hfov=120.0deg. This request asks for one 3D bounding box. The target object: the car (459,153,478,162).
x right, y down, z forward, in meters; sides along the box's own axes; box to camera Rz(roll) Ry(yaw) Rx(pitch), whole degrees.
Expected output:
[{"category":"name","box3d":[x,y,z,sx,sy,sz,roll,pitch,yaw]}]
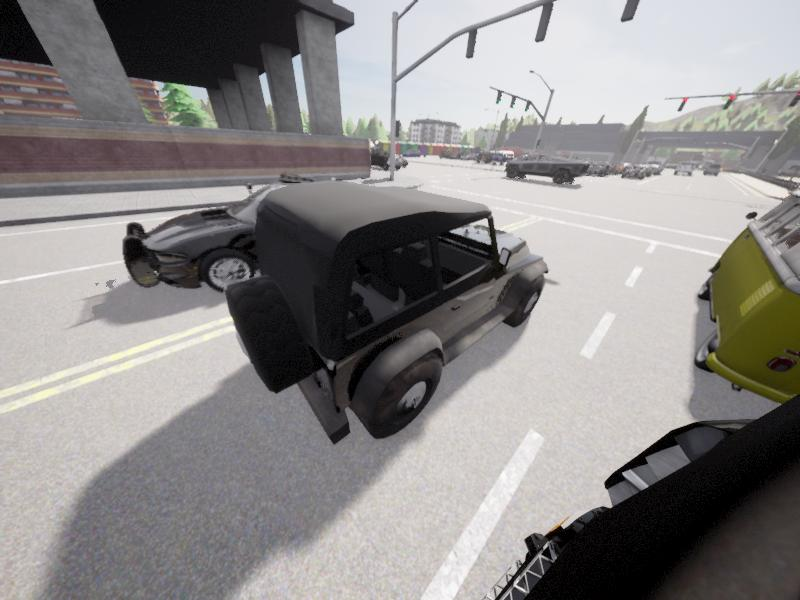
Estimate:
[{"category":"car","box3d":[14.796,-30.910,49.999,3.806,1.475,1.970,-24,42,-35]}]

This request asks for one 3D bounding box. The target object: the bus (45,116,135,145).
[{"category":"bus","box3d":[-65.299,-35.995,49.431,10.273,4.253,3.944,-24,42,-34]}]

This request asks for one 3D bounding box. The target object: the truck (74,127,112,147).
[{"category":"truck","box3d":[-51.753,-27.593,39.117,2.615,2.467,5.204,-24,42,-35]}]

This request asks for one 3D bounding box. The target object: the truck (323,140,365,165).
[{"category":"truck","box3d":[-7.123,-18.789,29.350,2.627,2.467,5.204,-25,42,-35]}]

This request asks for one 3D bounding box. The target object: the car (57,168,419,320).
[{"category":"car","box3d":[-2.190,-1.718,4.873,5.238,1.638,1.930,-24,42,-35]}]

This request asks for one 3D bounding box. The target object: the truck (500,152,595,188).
[{"category":"truck","box3d":[12.588,-11.541,20.274,2.390,2.098,6.274,-25,43,-35]}]

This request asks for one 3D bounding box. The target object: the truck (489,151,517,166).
[{"category":"truck","box3d":[17.534,-24.021,39.225,4.478,2.038,2.069,-24,42,-35]}]

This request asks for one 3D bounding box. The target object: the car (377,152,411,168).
[{"category":"car","box3d":[-0.823,-17.139,28.233,1.816,1.474,4.193,-25,42,-35]}]

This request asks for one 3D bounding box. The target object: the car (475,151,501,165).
[{"category":"car","box3d":[15.570,-25.189,41.008,4.605,1.855,1.932,-24,42,-35]}]

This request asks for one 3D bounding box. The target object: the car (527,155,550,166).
[{"category":"car","box3d":[28.815,-28.914,47.899,4.611,1.667,2.242,-24,42,-35]}]

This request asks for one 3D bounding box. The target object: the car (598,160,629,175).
[{"category":"car","box3d":[32.229,-20.029,34.830,4.553,1.767,2.097,-24,42,-35]}]

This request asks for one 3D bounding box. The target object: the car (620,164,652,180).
[{"category":"car","box3d":[29.847,-16.232,29.226,3.806,1.475,1.970,-24,42,-35]}]

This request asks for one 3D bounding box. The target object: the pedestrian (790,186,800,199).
[{"category":"pedestrian","box3d":[29.403,-8.156,16.367,0.751,1.860,0.751,17,36,21]}]

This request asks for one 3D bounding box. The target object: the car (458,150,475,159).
[{"category":"car","box3d":[18.753,-41.086,65.167,4.605,1.855,1.932,-24,42,-35]}]

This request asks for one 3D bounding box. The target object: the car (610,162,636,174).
[{"category":"car","box3d":[37.949,-22.505,39.262,4.792,1.488,2.163,-24,42,-35]}]

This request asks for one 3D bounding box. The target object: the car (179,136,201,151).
[{"category":"car","box3d":[-35.282,-26.258,38.793,1.905,1.878,3.866,-24,42,-35]}]

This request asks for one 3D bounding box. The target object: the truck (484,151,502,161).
[{"category":"truck","box3d":[24.213,-37.580,60.123,4.478,2.038,2.069,-24,42,-35]}]

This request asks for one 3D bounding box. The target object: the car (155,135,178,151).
[{"category":"car","box3d":[-37.490,-25.258,37.127,1.905,1.878,3.866,-24,42,-35]}]

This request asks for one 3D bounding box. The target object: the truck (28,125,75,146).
[{"category":"truck","box3d":[-54.988,-26.128,36.674,2.615,2.467,5.204,-24,42,-35]}]

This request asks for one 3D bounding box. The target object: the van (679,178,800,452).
[{"category":"van","box3d":[5.428,-0.156,2.773,4.442,1.987,1.775,-25,42,-35]}]

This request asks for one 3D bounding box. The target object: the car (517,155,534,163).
[{"category":"car","box3d":[29.941,-33.505,55.021,3.806,1.475,1.970,-24,42,-35]}]

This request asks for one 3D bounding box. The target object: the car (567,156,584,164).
[{"category":"car","box3d":[46.722,-37.159,61.321,4.605,1.855,1.932,-24,42,-35]}]

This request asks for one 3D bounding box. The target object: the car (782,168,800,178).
[{"category":"car","box3d":[88.093,-27.426,50.217,2.033,1.649,4.856,-24,42,-35]}]

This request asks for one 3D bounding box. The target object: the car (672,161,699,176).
[{"category":"car","box3d":[51.270,-23.615,41.410,5.566,2.045,2.150,-24,42,-35]}]

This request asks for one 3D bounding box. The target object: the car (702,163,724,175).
[{"category":"car","box3d":[63.710,-26.635,47.026,3.866,1.878,1.905,-24,42,-35]}]

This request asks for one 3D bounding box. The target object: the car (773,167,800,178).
[{"category":"car","box3d":[90.059,-29.154,52.755,1.932,1.855,4.605,-24,42,-35]}]

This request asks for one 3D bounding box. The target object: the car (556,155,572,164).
[{"category":"car","box3d":[44.856,-38.445,63.123,3.866,1.878,1.905,-24,42,-35]}]

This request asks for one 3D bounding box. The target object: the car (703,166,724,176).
[{"category":"car","box3d":[58.518,-24.149,43.174,3.633,1.501,1.845,-24,42,-35]}]

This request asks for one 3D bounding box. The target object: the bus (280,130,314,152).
[{"category":"bus","box3d":[-26.657,-41.034,59.766,3.944,4.253,10.273,-25,42,-35]}]

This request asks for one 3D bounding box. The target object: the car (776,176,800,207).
[{"category":"car","box3d":[26.813,-6.157,13.481,2.097,1.767,4.553,-13,36,-22]}]

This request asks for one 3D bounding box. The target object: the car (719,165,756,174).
[{"category":"car","box3d":[84.668,-32.724,58.037,1.882,1.535,5.008,-13,37,-23]}]

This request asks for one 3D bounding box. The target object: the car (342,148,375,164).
[{"category":"car","box3d":[-5.931,-20.565,32.860,1.930,1.638,5.238,-25,42,-35]}]

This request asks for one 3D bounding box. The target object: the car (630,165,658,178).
[{"category":"car","box3d":[35.230,-18.638,33.342,4.181,1.385,1.994,-24,42,-35]}]

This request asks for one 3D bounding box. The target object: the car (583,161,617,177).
[{"category":"car","box3d":[26.363,-17.290,30.429,4.856,1.649,2.033,-24,42,-35]}]

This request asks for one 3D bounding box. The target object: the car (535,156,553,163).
[{"category":"car","box3d":[38.218,-37.256,61.266,5.357,1.415,2.033,-24,42,-35]}]

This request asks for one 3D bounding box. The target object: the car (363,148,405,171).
[{"category":"car","box3d":[-1.823,-15.051,24.656,1.932,1.855,4.605,-25,42,-35]}]

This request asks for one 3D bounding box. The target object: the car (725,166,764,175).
[{"category":"car","box3d":[82.453,-31.123,55.415,2.038,1.542,4.974,-25,42,-35]}]

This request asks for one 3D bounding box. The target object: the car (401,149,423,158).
[{"category":"car","box3d":[2.695,-33.677,53.140,4.611,1.667,2.242,-24,42,-35]}]

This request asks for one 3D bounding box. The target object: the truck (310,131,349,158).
[{"category":"truck","box3d":[-13.340,-29.291,43.467,2.891,3.827,8.468,-25,42,-35]}]

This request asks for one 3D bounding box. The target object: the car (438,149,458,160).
[{"category":"car","box3d":[11.094,-33.541,53.247,4.605,1.855,1.932,-24,42,-35]}]

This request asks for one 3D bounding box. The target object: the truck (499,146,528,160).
[{"category":"truck","box3d":[41.495,-53.861,84.584,2.891,3.827,8.468,-23,41,-33]}]

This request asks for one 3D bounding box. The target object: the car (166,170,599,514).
[{"category":"car","box3d":[0.275,-0.355,2.779,3.866,1.878,1.905,-24,42,-35]}]

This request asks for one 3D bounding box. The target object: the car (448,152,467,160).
[{"category":"car","box3d":[12.891,-32.206,51.752,3.905,1.438,1.784,-24,42,-35]}]

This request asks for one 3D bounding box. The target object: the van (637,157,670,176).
[{"category":"van","box3d":[41.810,-22.064,38.028,6.366,2.431,2.351,-24,42,-35]}]

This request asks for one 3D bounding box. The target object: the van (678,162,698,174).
[{"category":"van","box3d":[58.991,-27.121,47.301,4.442,1.987,1.775,-24,42,-35]}]

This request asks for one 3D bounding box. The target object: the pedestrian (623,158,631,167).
[{"category":"pedestrian","box3d":[59.664,-36.124,60.697,0.751,1.860,0.751,18,37,22]}]
